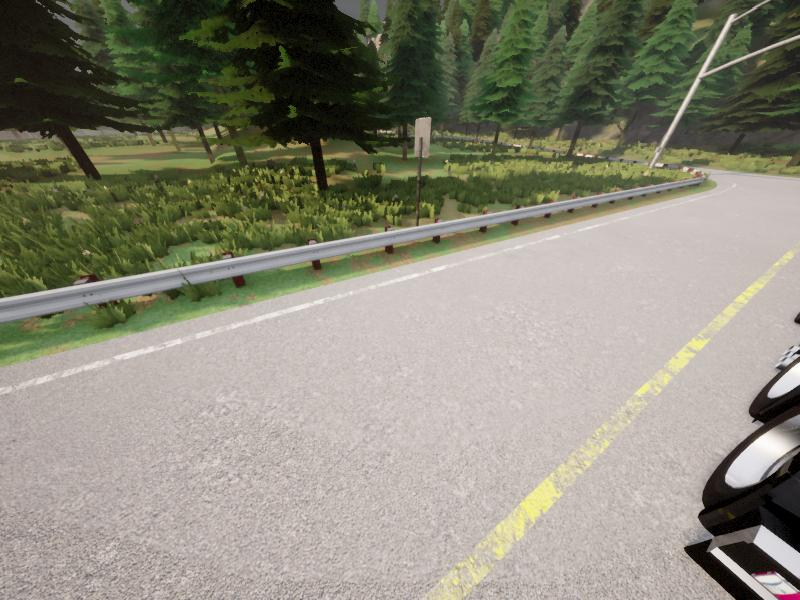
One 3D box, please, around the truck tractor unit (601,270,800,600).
[{"bbox_3d":[5.120,-0.291,0.767,6.516,4.208,3.053,-18,39,-24],"label":"truck tractor unit"}]
